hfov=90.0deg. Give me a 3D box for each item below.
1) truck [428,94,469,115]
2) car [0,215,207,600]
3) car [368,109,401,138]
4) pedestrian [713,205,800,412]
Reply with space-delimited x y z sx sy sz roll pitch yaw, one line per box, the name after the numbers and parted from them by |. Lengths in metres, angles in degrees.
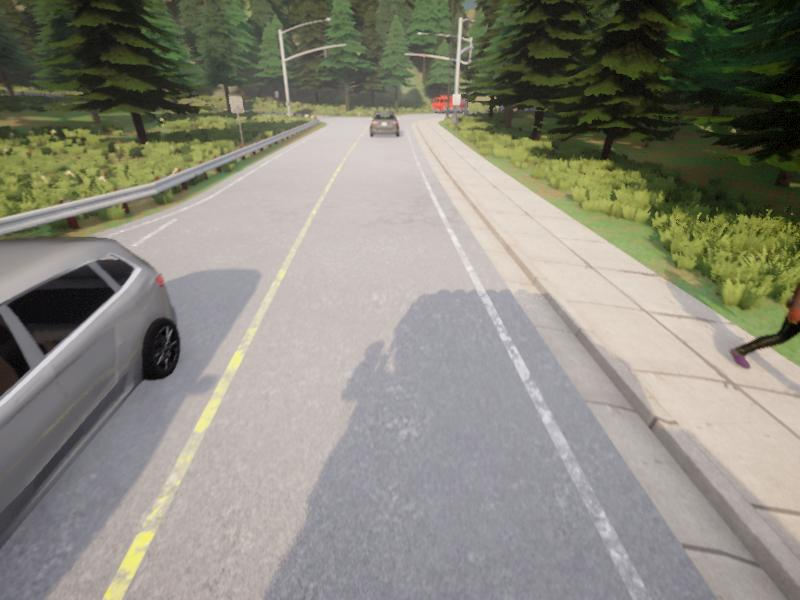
6.952 -27.981 57.154 5.204 2.467 2.627 -19 33 -30 | truck
-3.689 0.816 3.060 2.242 1.667 4.611 -1 28 -2 | car
-1.121 -13.195 29.802 2.242 1.667 4.611 0 28 -1 | car
4.065 0.054 3.955 0.751 1.860 0.751 -12 30 -22 | pedestrian
